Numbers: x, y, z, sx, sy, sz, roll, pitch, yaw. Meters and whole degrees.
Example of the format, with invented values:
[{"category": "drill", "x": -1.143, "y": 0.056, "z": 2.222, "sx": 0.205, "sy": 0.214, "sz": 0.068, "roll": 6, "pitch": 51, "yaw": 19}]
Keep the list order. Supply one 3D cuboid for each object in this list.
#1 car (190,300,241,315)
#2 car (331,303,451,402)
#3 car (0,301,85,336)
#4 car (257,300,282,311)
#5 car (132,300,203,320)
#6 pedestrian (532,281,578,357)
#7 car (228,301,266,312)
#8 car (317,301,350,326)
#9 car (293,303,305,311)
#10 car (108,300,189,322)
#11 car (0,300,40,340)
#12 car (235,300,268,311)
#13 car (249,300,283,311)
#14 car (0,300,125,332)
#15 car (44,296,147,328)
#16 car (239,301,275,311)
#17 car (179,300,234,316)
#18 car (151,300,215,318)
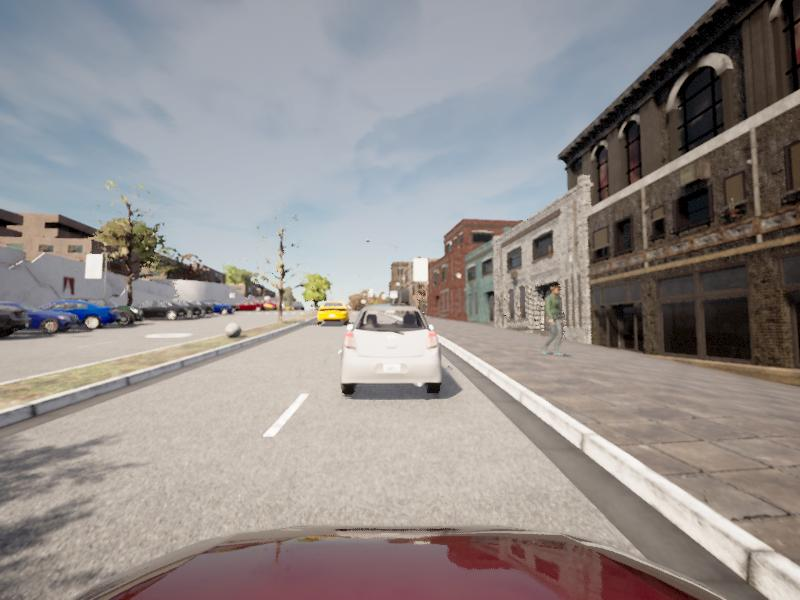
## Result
[{"category": "car", "x": -20.588, "y": 0.805, "z": 44.648, "sx": 5.008, "sy": 1.535, "sz": 2.097, "roll": 0, "pitch": 0, "yaw": -28}, {"category": "car", "x": -0.192, "y": 0.824, "z": 8.009, "sx": 1.845, "sy": 1.501, "sz": 3.633, "roll": 0, "pitch": 0, "yaw": -2}, {"category": "car", "x": -17.568, "y": 0.817, "z": 18.229, "sx": 4.674, "sy": 1.452, "sz": 2.002, "roll": -1, "pitch": 0, "yaw": -24}, {"category": "car", "x": -25.155, "y": 1.091, "z": 77.101, "sx": 4.442, "sy": 1.987, "sz": 1.878, "roll": 0, "pitch": -2, "yaw": -28}, {"category": "car", "x": -18.985, "y": 0.777, "z": 32.922, "sx": 4.892, "sy": 1.521, "sz": 2.231, "roll": 0, "pitch": 0, "yaw": -26}, {"category": "pedestrian", "x": 3.968, "y": 0.498, "z": 10.271, "sx": 0.751, "sy": 1.860, "sz": 0.751, "roll": 2, "pitch": -5, "yaw": -31}, {"category": "car", "x": -22.698, "y": 0.948, "z": 59.369, "sx": 5.008, "sy": 1.535, "sz": 2.097, "roll": 0, "pitch": -1, "yaw": -28}, {"category": "car", "x": -4.431, "y": 0.830, "z": 27.279, "sx": 1.882, "sy": 1.535, "sz": 5.008, "roll": 0, "pitch": 0, "yaw": -5}, {"category": "car", "x": -21.128, "y": 1.482, "z": 83.939, "sx": 1.930, "sy": 1.638, "sz": 5.238, "roll": 1, "pitch": -2, "yaw": -8}, {"category": "car", "x": -18.645, "y": 0.775, "z": 29.986, "sx": 4.892, "sy": 1.521, "sz": 2.231, "roll": 0, "pitch": 0, "yaw": -26}, {"category": "car", "x": -17.355, "y": 0.780, "z": 15.278, "sx": 4.892, "sy": 1.521, "sz": 2.231, "roll": -1, "pitch": 0, "yaw": -23}, {"category": "car", "x": -23.161, "y": 0.869, "z": 62.302, "sx": 4.553, "sy": 1.767, "sz": 2.185, "roll": 0, "pitch": -1, "yaw": -28}, {"category": "car", "x": -24.808, "y": 0.989, "z": 74.119, "sx": 5.566, "sy": 2.045, "sz": 2.435, "roll": 0, "pitch": -2, "yaw": -28}, {"category": "car", "x": -17.790, "y": 0.773, "z": 21.170, "sx": 5.008, "sy": 1.535, "sz": 2.097, "roll": -1, "pitch": 0, "yaw": -24}, {"category": "car", "x": -18.084, "y": 0.648, "z": 24.100, "sx": 4.553, "sy": 1.767, "sz": 2.185, "roll": -1, "pitch": 0, "yaw": -25}, {"category": "car", "x": -23.394, "y": 1.043, "z": 65.353, "sx": 5.366, "sy": 1.575, "sz": 1.946, "roll": 0, "pitch": -1, "yaw": -28}, {"category": "car", "x": -20.169, "y": 0.794, "z": 41.715, "sx": 5.008, "sy": 1.535, "sz": 2.097, "roll": 0, "pitch": 0, "yaw": -28}, {"category": "car", "x": -19.352, "y": 0.781, "z": 35.859, "sx": 4.892, "sy": 1.521, "sz": 2.231, "roll": 0, "pitch": 0, "yaw": -27}]
